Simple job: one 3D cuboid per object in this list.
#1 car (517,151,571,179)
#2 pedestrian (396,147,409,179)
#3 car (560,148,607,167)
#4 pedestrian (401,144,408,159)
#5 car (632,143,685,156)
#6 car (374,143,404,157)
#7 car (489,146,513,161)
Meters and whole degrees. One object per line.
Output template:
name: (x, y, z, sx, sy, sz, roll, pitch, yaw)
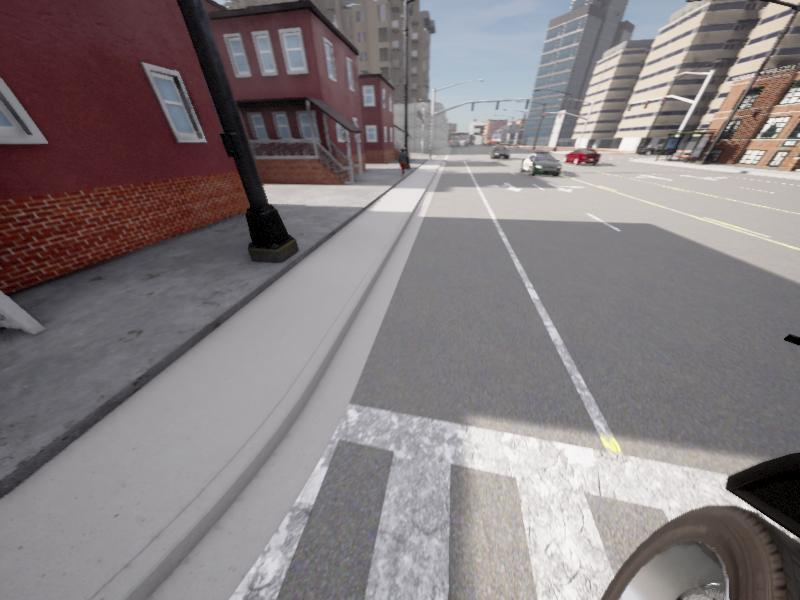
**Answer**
car: (11.145, -10.804, 18.332, 2.038, 1.542, 4.974, 6, 35, 9)
pedestrian: (0.188, -9.544, 16.139, 0.751, 1.860, 0.751, 9, 35, 14)
car: (19.926, -15.772, 25.404, 1.882, 1.535, 5.008, 5, 35, 9)
pedestrian: (0.608, -22.218, 34.465, 0.751, 1.860, 0.751, 17, 38, 25)
car: (41.428, -24.243, 37.226, 5.238, 1.638, 1.930, 5, 35, 9)
car: (-1.918, -26.714, 41.153, 4.856, 1.649, 2.033, 9, 35, 7)
car: (14.861, -21.764, 34.206, 2.242, 1.667, 4.611, 6, 35, 9)
